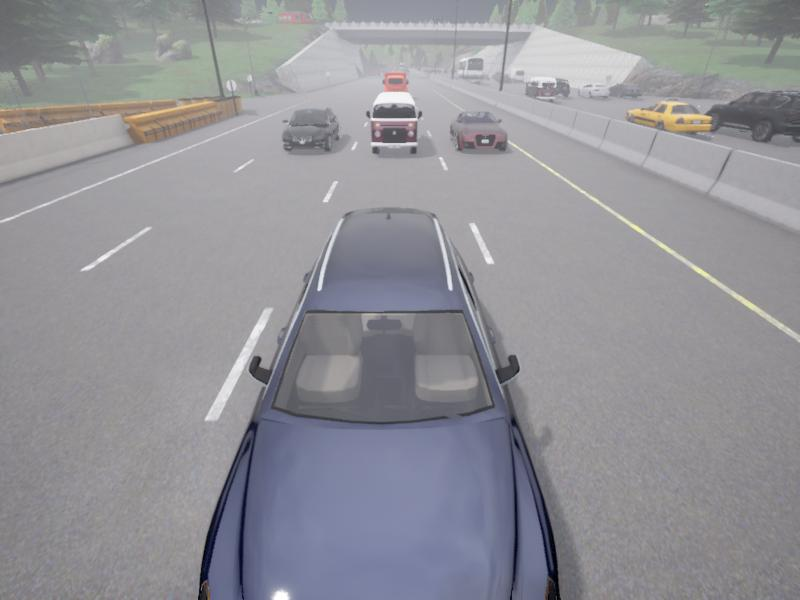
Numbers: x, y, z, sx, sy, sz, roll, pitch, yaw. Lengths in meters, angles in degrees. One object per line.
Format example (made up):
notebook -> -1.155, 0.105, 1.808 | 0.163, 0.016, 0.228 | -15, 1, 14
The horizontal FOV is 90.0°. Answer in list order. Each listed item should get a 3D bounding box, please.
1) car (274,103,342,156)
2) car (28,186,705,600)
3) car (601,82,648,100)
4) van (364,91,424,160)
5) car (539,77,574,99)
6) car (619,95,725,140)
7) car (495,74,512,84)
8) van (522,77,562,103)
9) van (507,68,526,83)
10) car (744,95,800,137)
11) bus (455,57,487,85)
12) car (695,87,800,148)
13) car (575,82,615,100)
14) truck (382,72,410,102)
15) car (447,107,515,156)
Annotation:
car -> -3.728, -7.416, 17.149 | 1.837, 1.490, 4.892 | 0, 30, 0
car -> -0.117, 0.434, 3.629 | 2.033, 1.649, 4.856 | 0, 30, 0
car -> 24.062, -22.587, 43.157 | 2.033, 1.411, 5.357 | 0, 30, 0
van -> -0.222, -7.238, 16.309 | 2.069, 2.038, 4.480 | 0, 30, 0
car -> 17.054, -23.342, 43.959 | 1.932, 1.855, 4.605 | 0, 31, 0
car -> 13.743, -9.564, 20.746 | 1.801, 1.575, 5.366 | 0, 30, 0
car -> 20.270, -43.483, 78.575 | 2.242, 1.667, 4.611 | 0, 30, 0
van -> 13.597, -20.352, 38.693 | 2.069, 2.038, 4.480 | 0, 30, 0
van -> 23.746, -45.927, 81.797 | 1.988, 2.561, 5.915 | 0, 30, 0
car -> 20.746, -9.304, 20.267 | 2.152, 1.651, 5.027 | 0, 30, 0
bus -> 13.170, -43.181, 75.440 | 3.944, 4.253, 10.273 | 0, 30, 0
car -> 17.256, -8.816, 19.012 | 2.150, 2.045, 5.566 | 0, 30, 0
car -> 20.566, -22.198, 42.439 | 1.812, 1.442, 4.674 | 0, 30, 0
truck -> -0.414, -21.411, 40.061 | 2.627, 2.467, 5.204 | 0, 30, 0
car -> 3.273, -7.278, 17.045 | 1.994, 1.385, 4.181 | 0, 30, 0
